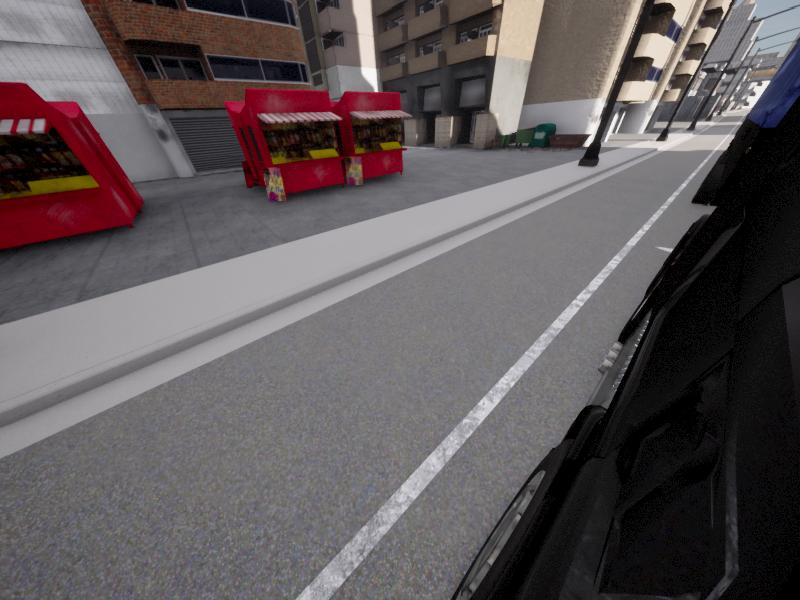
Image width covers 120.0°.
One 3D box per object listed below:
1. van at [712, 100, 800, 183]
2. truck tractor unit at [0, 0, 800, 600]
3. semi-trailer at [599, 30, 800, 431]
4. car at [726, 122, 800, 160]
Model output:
[{"bbox_3d":[16.399,-6.997,9.959,6.366,2.431,2.351,-28,44,-30],"label":"van"},{"bbox_3d":[2.645,-0.295,0.351,6.516,4.208,3.053,-28,44,-30],"label":"truck tractor unit"},{"bbox_3d":[8.635,-3.647,4.289,14.254,4.402,2.717,-29,44,-30],"label":"semi-trailer"},{"bbox_3d":[22.056,-9.672,13.940,4.902,1.511,2.128,-28,44,-30],"label":"car"}]
